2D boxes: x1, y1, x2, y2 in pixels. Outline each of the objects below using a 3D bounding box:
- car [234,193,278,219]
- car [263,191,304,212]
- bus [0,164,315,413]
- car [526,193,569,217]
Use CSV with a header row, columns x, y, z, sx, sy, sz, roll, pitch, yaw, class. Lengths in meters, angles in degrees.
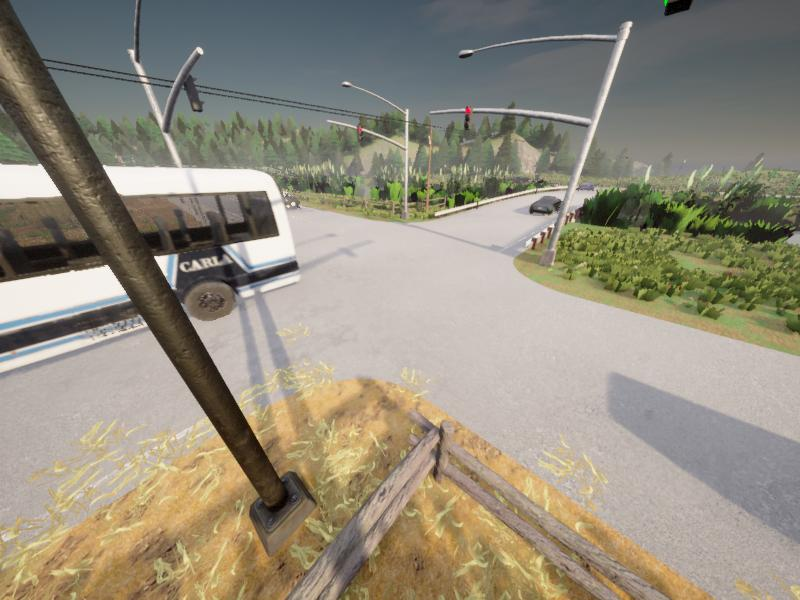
x,y,z,sx,sy,sz,roll,pitch,yaw,class
-14.289,-9.442,22.869,4.553,1.767,2.097,25,38,36,car
-13.276,-11.286,26.234,5.027,1.651,2.152,25,38,37,car
-8.147,-0.892,5.701,3.944,4.253,10.273,24,36,35,bus
14.017,-9.079,21.900,4.181,1.385,1.994,-28,40,-35,car
